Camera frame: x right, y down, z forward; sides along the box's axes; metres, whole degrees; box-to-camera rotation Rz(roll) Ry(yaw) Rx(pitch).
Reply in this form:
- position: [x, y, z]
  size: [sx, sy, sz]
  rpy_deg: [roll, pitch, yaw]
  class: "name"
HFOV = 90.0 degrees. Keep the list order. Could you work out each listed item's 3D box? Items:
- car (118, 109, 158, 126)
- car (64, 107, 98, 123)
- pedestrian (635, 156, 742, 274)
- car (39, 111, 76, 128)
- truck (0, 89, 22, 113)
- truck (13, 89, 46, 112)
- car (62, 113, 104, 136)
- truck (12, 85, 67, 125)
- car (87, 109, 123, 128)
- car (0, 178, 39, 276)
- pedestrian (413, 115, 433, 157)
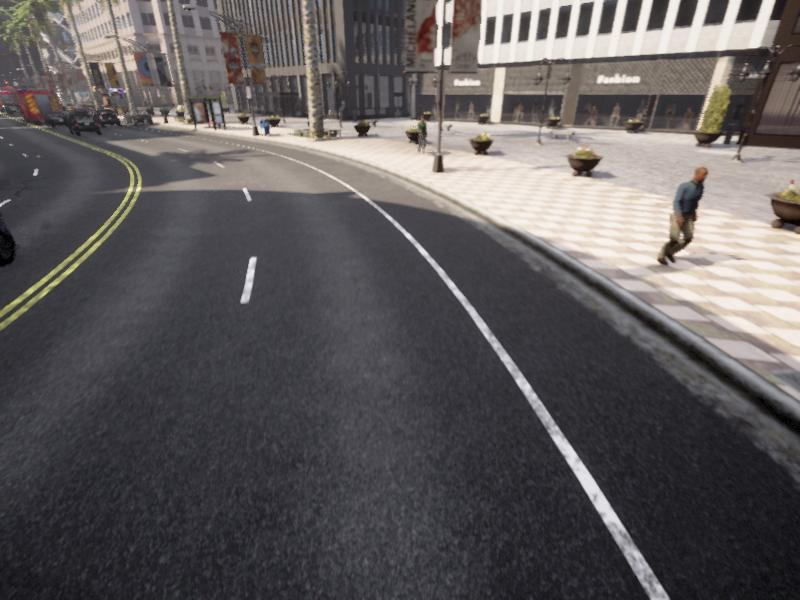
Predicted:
- position: [-28.484, -19.864, 43.461]
  size: [4.892, 1.521, 2.231]
  rpy_deg: [24, 36, 39]
  class: "car"
- position: [-39.160, -22.703, 49.021]
  size: [4.902, 1.511, 2.128]
  rpy_deg: [25, 36, 39]
  class: "car"
- position: [4.969, -1.483, 7.024]
  size: [0.751, 1.860, 0.751]
  rpy_deg: [-5, 28, -10]
  class: "pedestrian"
- position: [-35.491, -18.713, 41.436]
  size: [4.181, 1.385, 1.994]
  rpy_deg: [24, 36, 39]
  class: "car"
- position: [-75.165, -38.013, 76.251]
  size: [2.891, 3.827, 8.468]
  rpy_deg: [-24, 36, -39]
  class: "truck"
- position: [-72.697, -39.156, 78.454]
  size: [2.891, 3.827, 8.468]
  rpy_deg: [-24, 36, -39]
  class: "truck"
- position: [-26.584, -14.733, 33.507]
  size: [3.705, 1.549, 1.789]
  rpy_deg: [25, 36, 39]
  class: "car"
- position: [-42.383, -22.940, 46.967]
  size: [8.468, 3.827, 2.891]
  rpy_deg: [24, 36, 39]
  class: "truck"
- position: [-30.424, -18.780, 41.291]
  size: [3.988, 1.617, 1.851]
  rpy_deg: [24, 36, 39]
  class: "car"
- position: [-8.213, -0.656, 6.217]
  size: [2.007, 1.525, 4.514]
  rpy_deg: [-8, 28, -14]
  class: "car"
- position: [1.138, -8.308, 20.250]
  size: [0.751, 1.860, 0.751]
  rpy_deg: [-8, 28, -16]
  class: "pedestrian"
